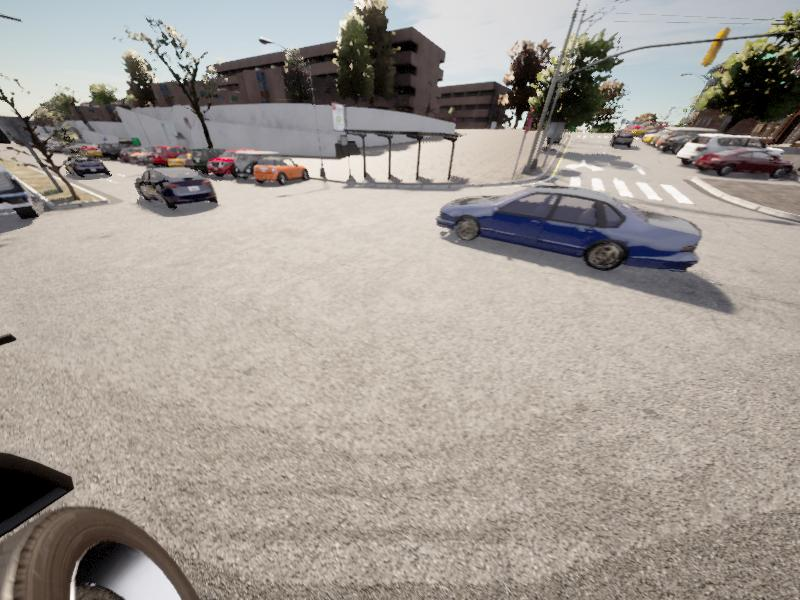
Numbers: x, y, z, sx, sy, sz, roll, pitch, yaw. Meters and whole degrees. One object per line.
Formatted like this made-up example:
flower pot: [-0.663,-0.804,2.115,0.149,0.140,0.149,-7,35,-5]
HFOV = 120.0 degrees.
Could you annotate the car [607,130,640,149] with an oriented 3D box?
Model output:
car: [27.416,-19.863,28.502,2.128,1.511,4.902,22,44,25]

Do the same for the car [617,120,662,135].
car: [48.598,-35.060,47.056,5.566,2.045,2.435,9,35,8]

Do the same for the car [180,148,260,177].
car: [-16.728,-13.218,22.005,2.435,2.045,5.566,8,33,9]

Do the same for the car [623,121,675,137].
car: [43.888,-30.329,40.976,5.566,2.045,2.435,8,40,9]

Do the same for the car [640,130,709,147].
car: [34.447,-20.436,29.178,5.366,1.575,1.946,8,40,9]

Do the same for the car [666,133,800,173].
car: [24.551,-11.015,17.166,5.566,2.045,2.435,9,40,9]

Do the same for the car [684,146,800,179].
car: [22.904,-9.184,15.371,4.674,1.452,2.002,8,40,9]

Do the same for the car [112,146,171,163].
car: [-34.555,-19.584,31.095,2.185,1.767,4.553,8,33,9]

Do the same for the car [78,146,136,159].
car: [-47.307,-23.985,37.527,1.946,1.575,5.366,8,33,9]

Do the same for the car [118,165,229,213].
car: [-10.707,-5.415,10.932,4.792,1.488,2.163,20,38,28]

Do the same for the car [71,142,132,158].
car: [-49.810,-25.186,38.826,2.435,2.045,5.566,8,33,9]

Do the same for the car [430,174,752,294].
car: [3.663,-2.055,5.797,5.357,1.411,2.033,23,40,28]

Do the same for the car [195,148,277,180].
car: [-14.191,-12.247,20.648,2.435,2.045,5.566,8,33,9]

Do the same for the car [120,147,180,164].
car: [-31.989,-18.693,29.852,2.185,1.767,4.553,8,33,9]

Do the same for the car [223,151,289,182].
car: [-11.677,-11.235,19.274,1.878,1.987,4.442,8,34,9]

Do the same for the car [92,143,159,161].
car: [-39.633,-21.562,33.671,2.435,2.045,5.566,8,33,9]

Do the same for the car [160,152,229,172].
car: [-21.788,-14.962,24.871,1.946,1.575,5.366,8,33,9]

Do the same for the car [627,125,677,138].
car: [42.501,-28.490,39.106,5.366,1.575,1.946,8,40,9]

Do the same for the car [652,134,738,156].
car: [29.386,-15.641,23.269,4.892,1.521,2.231,9,40,9]

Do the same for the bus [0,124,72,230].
bus: [-17.489,-5.406,8.258,10.273,4.253,3.944,20,38,26]

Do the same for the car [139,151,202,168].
car: [-26.914,-16.711,27.348,2.163,1.488,4.792,8,33,9]

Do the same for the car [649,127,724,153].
car: [30.903,-17.433,25.116,4.442,1.987,1.878,8,40,9]

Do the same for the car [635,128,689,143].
car: [37.505,-23.651,33.205,4.674,1.452,2.002,8,40,9]

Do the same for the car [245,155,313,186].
car: [-9.139,-10.242,18.068,2.185,1.767,4.553,8,34,10]

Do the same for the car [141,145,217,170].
car: [-24.360,-16.017,25.901,2.435,2.045,5.566,8,33,9]

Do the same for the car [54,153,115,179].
car: [-25.462,-10.878,18.647,4.193,1.474,1.816,20,38,26]

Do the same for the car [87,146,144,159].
car: [-44.692,-23.268,36.535,1.946,1.575,5.366,8,33,9]

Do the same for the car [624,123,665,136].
car: [45.481,-31.871,43.076,4.553,1.767,2.185,8,39,8]

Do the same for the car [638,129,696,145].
car: [35.893,-22.035,31.214,4.674,1.452,2.002,8,40,9]

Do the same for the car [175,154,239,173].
car: [-19.287,-13.893,23.440,2.002,1.452,4.674,8,33,9]

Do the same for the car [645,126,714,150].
car: [32.528,-19.043,27.101,4.442,1.987,1.878,9,40,9]

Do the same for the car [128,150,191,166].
car: [-29.453,-17.647,28.606,2.231,1.521,4.892,8,33,9]
